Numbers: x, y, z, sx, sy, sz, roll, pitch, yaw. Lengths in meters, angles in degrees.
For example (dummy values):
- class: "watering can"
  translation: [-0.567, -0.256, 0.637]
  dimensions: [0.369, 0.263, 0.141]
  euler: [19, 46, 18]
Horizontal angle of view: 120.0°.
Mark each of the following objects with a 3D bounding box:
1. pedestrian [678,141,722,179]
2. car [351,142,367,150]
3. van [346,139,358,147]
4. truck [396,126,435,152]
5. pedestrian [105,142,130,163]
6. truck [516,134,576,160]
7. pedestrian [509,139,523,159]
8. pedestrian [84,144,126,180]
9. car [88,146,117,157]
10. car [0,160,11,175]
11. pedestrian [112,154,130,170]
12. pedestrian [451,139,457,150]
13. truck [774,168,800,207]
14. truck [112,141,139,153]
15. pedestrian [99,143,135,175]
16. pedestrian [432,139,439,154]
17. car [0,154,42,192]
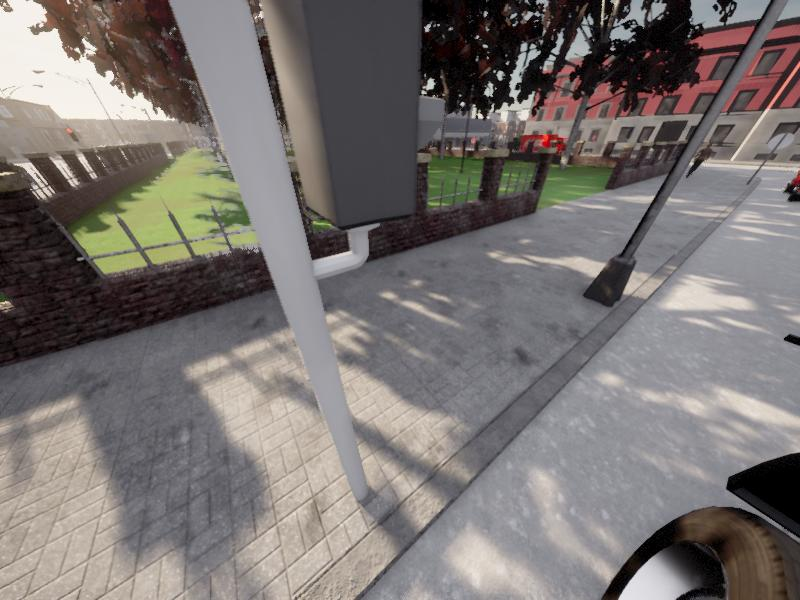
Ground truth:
- class: "pedestrian"
  translation: [17.961, -8.397, 13.869]
  dimensions: [0.751, 1.860, 0.751]
  euler: [-23, 41, -28]
- class: "car"
  translation: [-11.317, -42.490, 63.524]
  dimensions: [2.152, 1.651, 5.027]
  euler: [-22, 41, -28]
- class: "van"
  translation: [-15.494, -50.187, 73.914]
  dimensions: [1.775, 1.987, 4.442]
  euler: [-22, 41, -28]
- class: "truck"
  translation: [2.894, -32.027, 46.033]
  dimensions: [2.891, 3.827, 8.468]
  euler: [-22, 41, -28]
- class: "pedestrian"
  translation: [-30.452, -15.943, 24.923]
  dimensions: [0.751, 1.860, 0.751]
  euler: [-12, 37, -16]
- class: "truck"
  translation: [17.965, -19.099, 28.749]
  dimensions: [2.627, 2.467, 5.204]
  euler: [-23, 41, -28]
- class: "pedestrian"
  translation: [13.623, -17.691, 27.090]
  dimensions: [0.751, 1.860, 0.751]
  euler: [-22, 41, -28]
- class: "pedestrian"
  translation: [-18.348, -8.617, 14.438]
  dimensions: [0.751, 1.860, 0.751]
  euler: [-22, 40, -27]
- class: "car"
  translation: [-51.180, -25.707, 39.892]
  dimensions: [1.812, 1.442, 4.674]
  euler: [-22, 41, -28]
- class: "car"
  translation: [-31.322, -9.599, 16.464]
  dimensions: [1.837, 1.490, 4.892]
  euler: [-22, 41, -28]
- class: "pedestrian"
  translation: [-23.350, -11.587, 19.349]
  dimensions: [0.500, 1.100, 0.500]
  euler: [24, 42, 31]
- class: "pedestrian"
  translation: [11.266, -32.394, 47.977]
  dimensions: [0.751, 1.860, 0.751]
  euler: [-23, 41, -28]
- class: "truck"
  translation: [17.762, -5.046, 8.815]
  dimensions: [5.204, 2.467, 2.627]
  euler: [-22, 40, -28]
- class: "truck"
  translation: [-61.842, -34.730, 52.204]
  dimensions: [2.390, 2.098, 6.274]
  euler: [-22, 41, -28]
- class: "pedestrian"
  translation: [-19.974, -9.953, 16.346]
  dimensions: [0.751, 1.860, 0.751]
  euler: [-22, 41, -28]
- class: "pedestrian"
  translation: [5.585, -24.299, 36.527]
  dimensions: [0.751, 1.860, 0.751]
  euler: [-22, 41, -28]
- class: "car"
  translation: [-22.959, -6.989, 12.686]
  dimensions: [2.128, 1.511, 4.902]
  euler: [-24, 42, -30]
